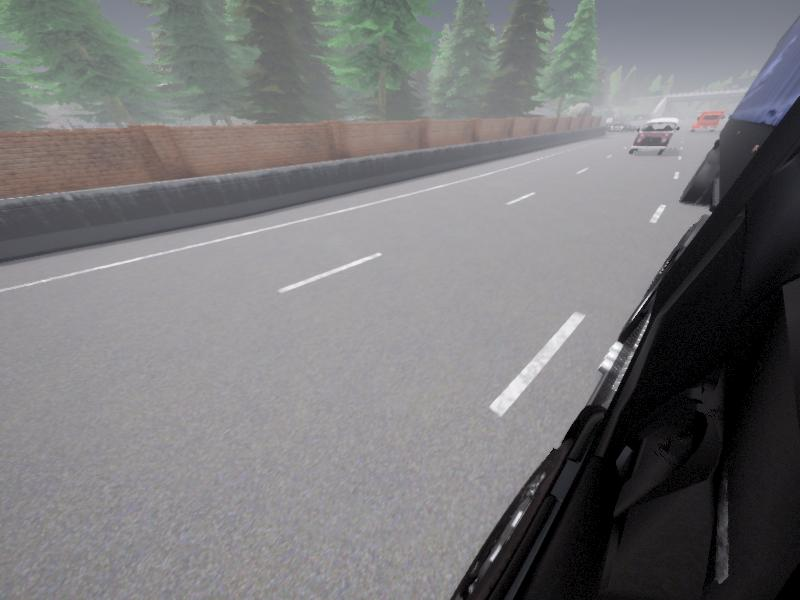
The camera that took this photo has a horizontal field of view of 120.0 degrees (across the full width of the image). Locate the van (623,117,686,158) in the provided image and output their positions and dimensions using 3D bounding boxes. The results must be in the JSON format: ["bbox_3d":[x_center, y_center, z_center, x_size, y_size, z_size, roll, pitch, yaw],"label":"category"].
[{"bbox_3d":[17.827,-11.430,16.151,2.069,2.038,4.480,29,47,35],"label":"van"}]

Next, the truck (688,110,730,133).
[{"bbox_3d":[44.035,-25.523,33.109,2.627,2.467,5.204,29,47,35],"label":"truck"}]

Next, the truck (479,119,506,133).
[{"bbox_3d":[22.880,-43.096,57.305,2.627,2.467,5.204,-32,46,-33],"label":"truck"}]

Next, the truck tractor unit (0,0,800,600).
[{"bbox_3d":[2.645,-0.295,0.351,6.516,4.208,3.053,-28,44,-30],"label":"truck tractor unit"}]

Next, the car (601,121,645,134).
[{"bbox_3d":[38.226,-29.733,39.808,2.038,1.542,4.974,-17,39,-17],"label":"car"}]

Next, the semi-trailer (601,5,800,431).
[{"bbox_3d":[8.515,-3.714,4.413,14.254,4.402,2.717,-30,45,-32],"label":"semi-trailer"}]
